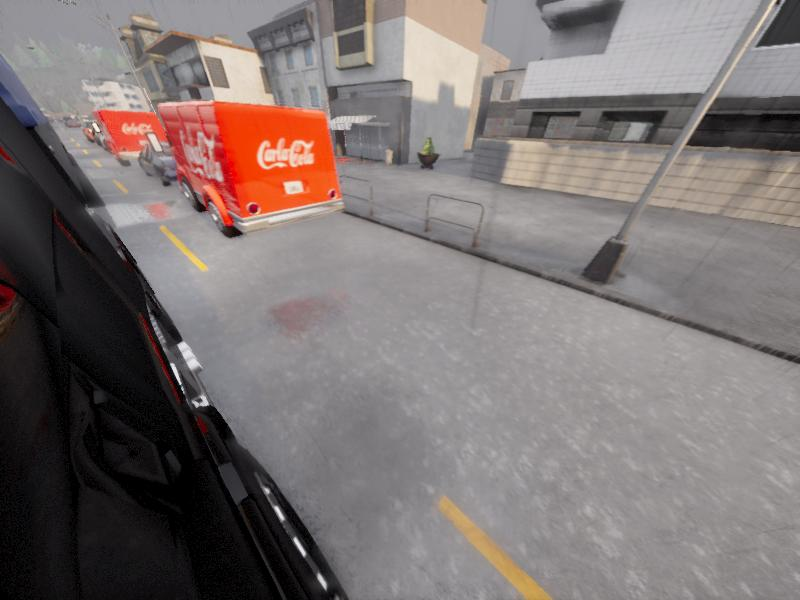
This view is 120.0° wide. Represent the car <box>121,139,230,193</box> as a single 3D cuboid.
[{"bbox_3d":[-9.911,-6.057,10.123,5.357,1.411,2.033,28,43,30],"label":"car"}]

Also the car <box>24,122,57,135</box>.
[{"bbox_3d":[-47.813,-22.848,30.782,4.718,1.301,1.895,28,43,30],"label":"car"}]

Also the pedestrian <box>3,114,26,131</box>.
[{"bbox_3d":[-56.869,-26.213,34.135,0.751,1.860,0.751,-19,42,-27],"label":"pedestrian"}]

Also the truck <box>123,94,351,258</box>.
[{"bbox_3d":[-4.119,-3.449,6.019,5.204,2.467,2.627,28,43,30],"label":"truck"}]

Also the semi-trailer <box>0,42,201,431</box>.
[{"bbox_3d":[-8.706,-3.563,4.269,14.254,4.402,2.717,28,43,30],"label":"semi-trailer"}]

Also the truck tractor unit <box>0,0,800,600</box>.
[{"bbox_3d":[-2.645,-0.295,0.352,6.516,4.208,3.053,28,44,30],"label":"truck tractor unit"}]

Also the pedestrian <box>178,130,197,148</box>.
[{"bbox_3d":[-19.859,-15.087,21.630,0.751,1.300,0.751,28,44,30],"label":"pedestrian"}]

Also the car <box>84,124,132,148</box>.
[{"bbox_3d":[-26.512,-14.879,20.939,3.988,1.617,1.851,28,43,30],"label":"car"}]

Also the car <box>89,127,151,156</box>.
[{"bbox_3d":[-21.347,-12.130,17.576,4.974,1.542,2.038,28,43,30],"label":"car"}]

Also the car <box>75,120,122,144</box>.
[{"bbox_3d":[-31.549,-17.602,24.180,4.553,1.767,2.097,28,43,30],"label":"car"}]

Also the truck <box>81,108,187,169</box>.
[{"bbox_3d":[-15.430,-9.404,13.428,5.204,2.467,2.627,28,43,30],"label":"truck"}]
